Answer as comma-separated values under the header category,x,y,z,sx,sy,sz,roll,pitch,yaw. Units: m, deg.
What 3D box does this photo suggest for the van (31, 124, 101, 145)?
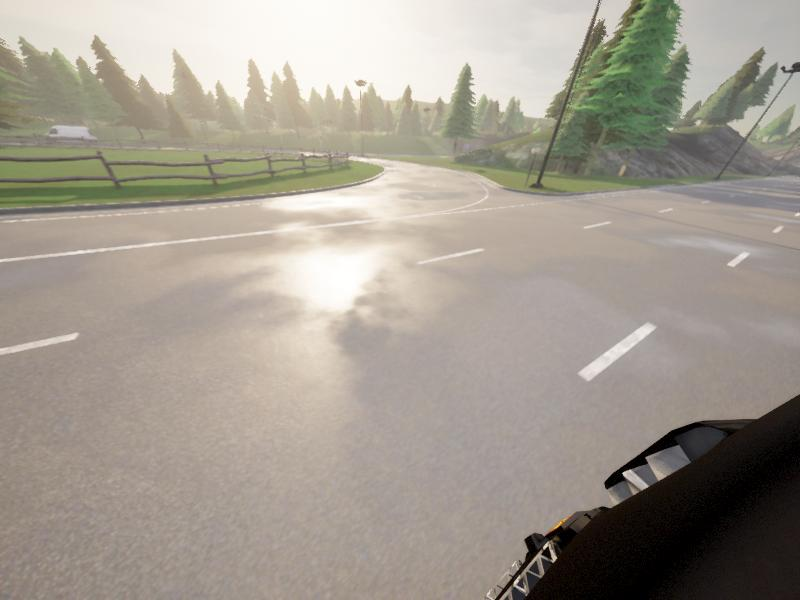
category,x,y,z,sx,sy,sz,roll,pitch,yaw
van,-56.481,-28.120,39.354,5.915,2.561,1.988,-16,38,-26
